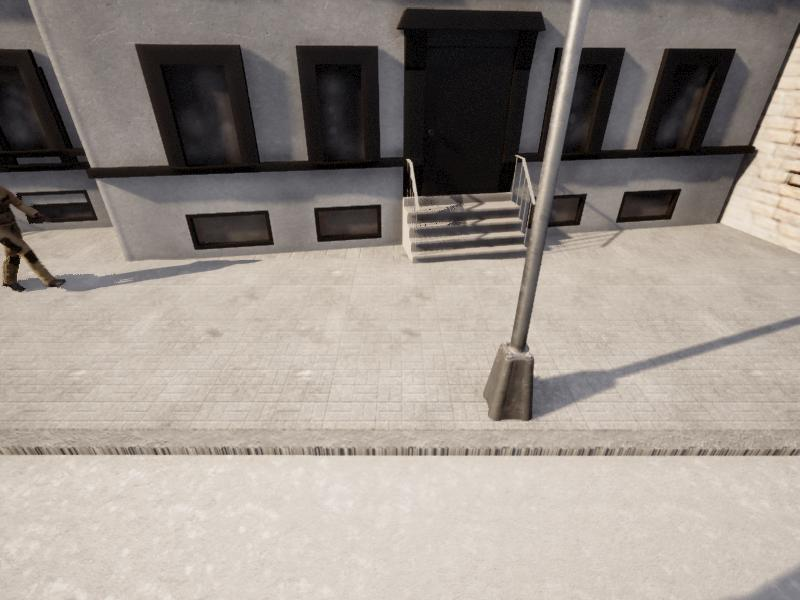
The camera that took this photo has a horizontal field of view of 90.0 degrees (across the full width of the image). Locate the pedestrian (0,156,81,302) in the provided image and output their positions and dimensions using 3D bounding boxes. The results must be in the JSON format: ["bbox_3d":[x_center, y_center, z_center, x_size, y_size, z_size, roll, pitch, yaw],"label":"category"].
[{"bbox_3d":[-5.438,-0.960,5.555,0.751,1.860,0.751,0,30,1],"label":"pedestrian"}]
